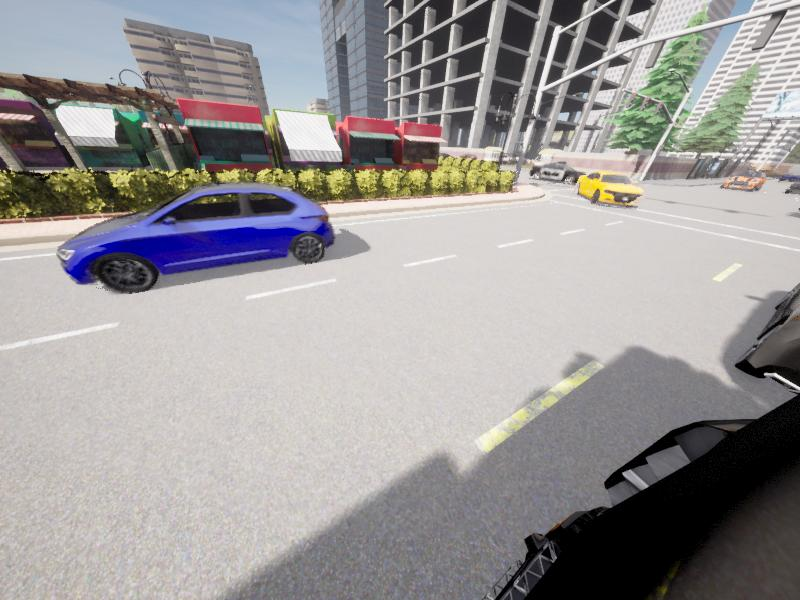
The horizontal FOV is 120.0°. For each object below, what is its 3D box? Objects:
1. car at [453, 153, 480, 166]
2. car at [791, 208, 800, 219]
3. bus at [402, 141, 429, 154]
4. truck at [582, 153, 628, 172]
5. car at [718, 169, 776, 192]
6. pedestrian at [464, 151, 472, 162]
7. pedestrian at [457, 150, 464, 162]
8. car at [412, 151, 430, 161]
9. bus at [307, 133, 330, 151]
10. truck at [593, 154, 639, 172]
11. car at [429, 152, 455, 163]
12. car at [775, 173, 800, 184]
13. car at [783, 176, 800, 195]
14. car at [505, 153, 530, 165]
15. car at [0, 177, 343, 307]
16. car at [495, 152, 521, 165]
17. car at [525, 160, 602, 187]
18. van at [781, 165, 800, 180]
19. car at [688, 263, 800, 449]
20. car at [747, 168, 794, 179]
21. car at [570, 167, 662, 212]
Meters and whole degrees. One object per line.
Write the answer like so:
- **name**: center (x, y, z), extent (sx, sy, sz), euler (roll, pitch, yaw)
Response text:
- **car**: center (10.932, -23.239, 38.249), extent (1.851, 1.617, 3.988), euler (-16, 38, -26)
- **car**: center (22.287, -3.890, 10.134), extent (2.038, 1.542, 4.974), euler (-16, 38, -26)
- **bus**: center (6.294, -62.758, 95.116), extent (10.273, 4.253, 3.944), euler (-15, 38, -25)
- **truck**: center (37.045, -25.034, 42.010), extent (2.615, 2.467, 5.204), euler (-15, 38, -25)
- **car**: center (35.163, -12.201, 23.434), extent (4.553, 1.767, 2.097), euler (-15, 38, -25)
- **pedestrian**: center (12.922, -27.327, 44.014), extent (0.751, 1.860, 0.751), euler (-20, 40, -30)
- **pedestrian**: center (11.992, -28.771, 46.122), extent (0.751, 1.860, 0.751), euler (-15, 37, -25)
- **car**: center (4.333, -29.870, 47.773), extent (1.789, 1.549, 3.705), euler (-16, 38, -26)
- **bus**: center (-25.689, -49.606, 72.725), extent (3.944, 4.253, 10.273), euler (-16, 38, -26)
- **truck**: center (40.801, -26.067, 43.857), extent (2.615, 2.467, 5.204), euler (-15, 38, -25)
- **car**: center (7.667, -26.494, 42.961), extent (1.882, 1.535, 5.008), euler (-16, 38, -26)
- **car**: center (63.371, -19.729, 37.403), extent (4.718, 1.301, 1.895), euler (-15, 38, -25)
- **car**: center (39.910, -11.159, 22.504), extent (4.892, 1.490, 1.837), euler (-15, 38, -25)
- **car**: center (23.686, -28.533, 46.715), extent (1.905, 1.878, 3.866), euler (-15, 38, -25)
- **car**: center (-3.516, -1.470, 4.558), extent (4.193, 1.474, 1.816), euler (-15, 38, -25)
- **car**: center (21.124, -27.828, 45.454), extent (1.905, 1.878, 3.866), euler (-15, 38, -25)
- **car**: center (14.674, -11.725, 21.168), extent (1.930, 1.638, 5.238), euler (-16, 38, -26)
- **van**: center (85.412, -26.378, 47.975), extent (1.988, 2.561, 5.915), euler (-15, 38, -25)
- **car**: center (6.038, 0.331, 2.552), extent (4.902, 1.511, 2.128), euler (-15, 38, -25)
- **car**: center (79.596, -27.238, 49.764), extent (1.882, 1.535, 5.008), euler (0, 34, -4)
- **car**: center (11.876, -6.503, 13.248), extent (1.882, 1.535, 5.008), euler (13, 35, 13)
